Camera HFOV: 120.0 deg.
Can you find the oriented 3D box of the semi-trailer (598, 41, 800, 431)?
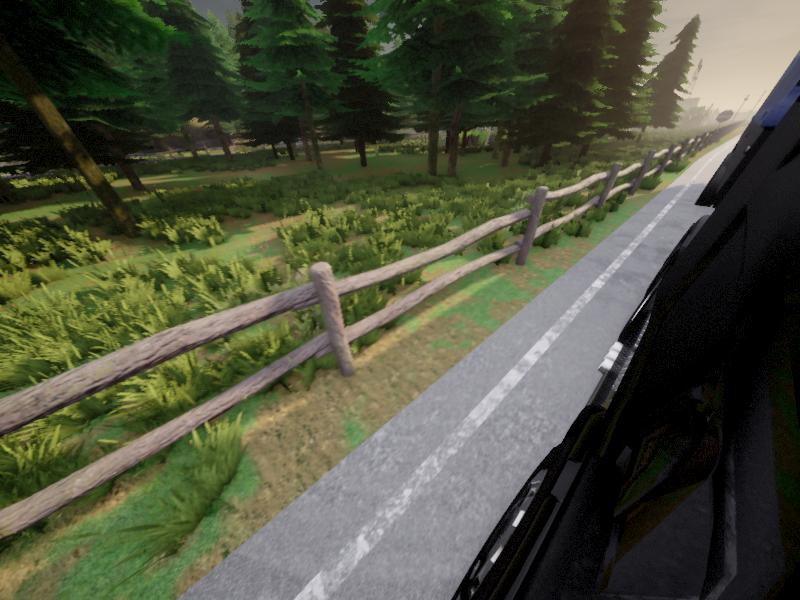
[{"bbox_3d":[8.696,-3.581,4.269,14.254,4.402,2.717,-28,44,-30],"label":"semi-trailer"}]

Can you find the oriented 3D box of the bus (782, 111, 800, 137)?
[{"bbox_3d":[49.671,-21.686,26.701,10.273,4.253,3.944,-26,43,-29],"label":"bus"}]

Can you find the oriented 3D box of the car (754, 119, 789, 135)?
[{"bbox_3d":[50.286,-23.485,31.324,3.988,1.617,1.851,-27,43,-29],"label":"car"}]

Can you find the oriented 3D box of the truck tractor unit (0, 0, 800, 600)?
[{"bbox_3d":[2.645,-0.295,0.351,6.516,4.208,3.053,-28,44,-30],"label":"truck tractor unit"}]
